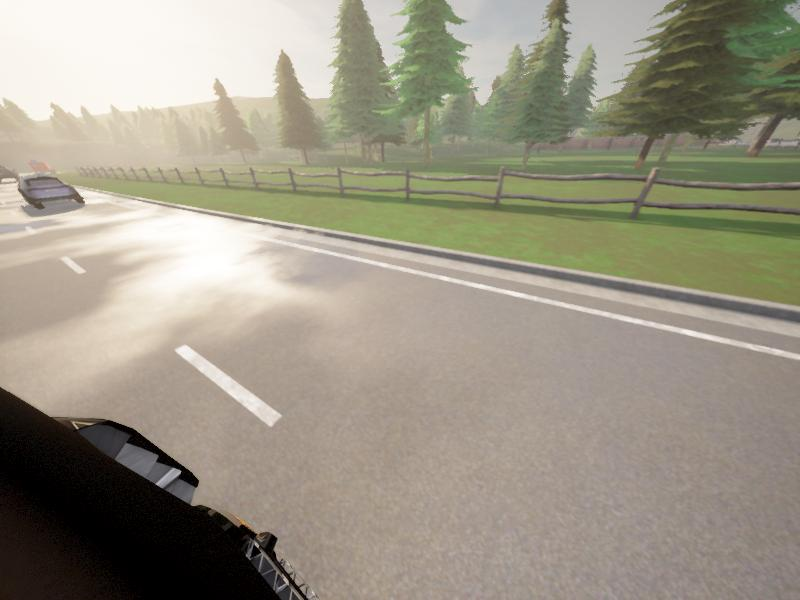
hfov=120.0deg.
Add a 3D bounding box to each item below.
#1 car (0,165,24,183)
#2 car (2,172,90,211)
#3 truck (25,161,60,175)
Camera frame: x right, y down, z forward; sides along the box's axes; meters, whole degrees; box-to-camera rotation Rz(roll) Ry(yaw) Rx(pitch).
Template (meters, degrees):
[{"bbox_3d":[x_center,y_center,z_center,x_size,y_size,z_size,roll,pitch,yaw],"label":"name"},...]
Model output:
[{"bbox_3d":[-58.697,-18.690,34.275,5.566,2.045,2.150,21,40,32],"label":"car"},{"bbox_3d":[-21.751,-6.785,14.206,4.856,1.649,2.033,17,38,27],"label":"car"},{"bbox_3d":[-82.769,-30.668,53.615,2.627,2.467,5.204,-28,41,-33],"label":"truck"}]
